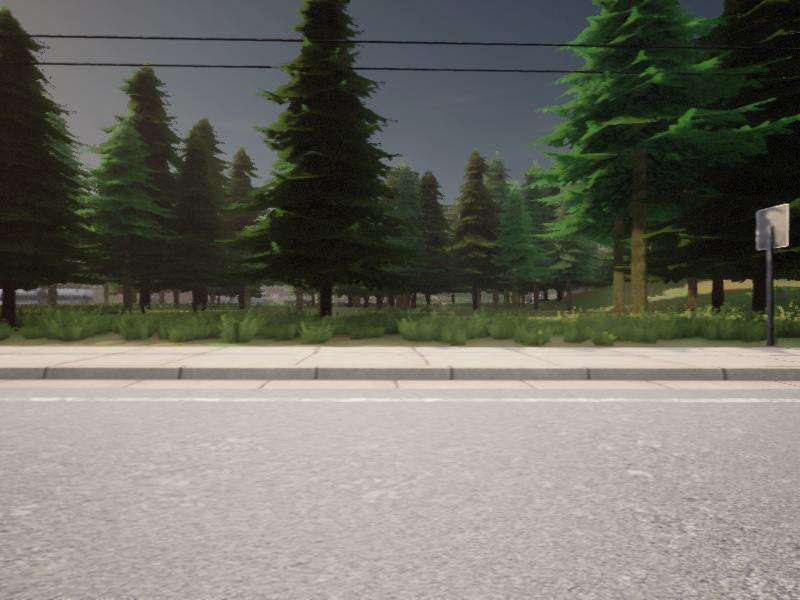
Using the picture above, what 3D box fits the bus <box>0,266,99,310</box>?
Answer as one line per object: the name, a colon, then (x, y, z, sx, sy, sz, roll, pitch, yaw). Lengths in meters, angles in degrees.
bus: (-38.648, -1.151, 43.638, 3.944, 4.253, 10.273, 0, 0, -1)
